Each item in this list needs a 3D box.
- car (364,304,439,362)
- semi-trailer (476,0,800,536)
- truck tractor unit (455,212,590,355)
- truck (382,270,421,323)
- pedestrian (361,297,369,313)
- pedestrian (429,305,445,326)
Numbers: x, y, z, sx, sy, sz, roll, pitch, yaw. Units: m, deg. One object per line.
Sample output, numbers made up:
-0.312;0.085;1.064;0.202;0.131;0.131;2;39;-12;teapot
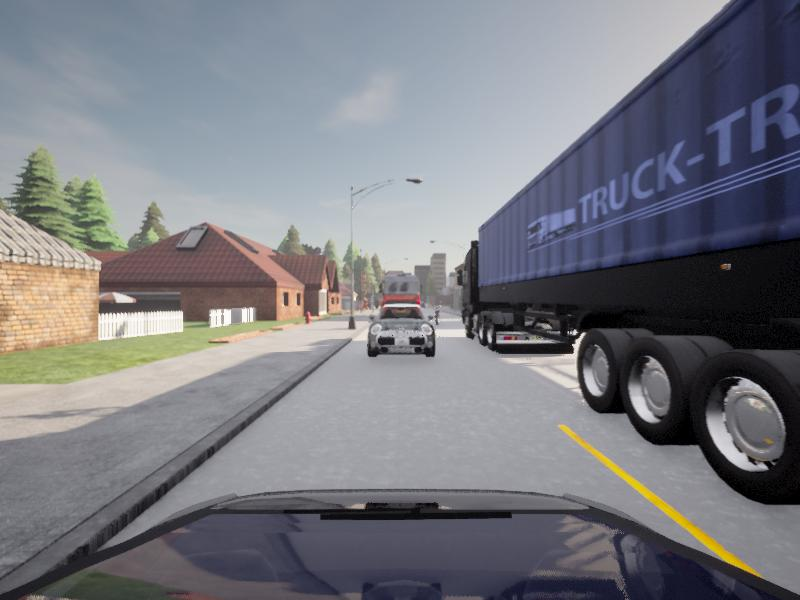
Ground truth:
0.046;0.872;12.284;1.970;1.475;3.806;0;0;0;car
4.042;-0.607;7.079;2.717;4.402;14.254;0;0;0;semi-trailer
4.052;-0.477;14.999;3.053;4.208;6.516;0;0;0;truck tractor unit
0.108;-0.274;33.566;2.891;3.827;8.468;0;0;0;truck
-4.029;0.602;46.385;0.751;1.860;0.751;0;0;15;pedestrian
2.316;0.955;24.946;0.751;1.300;0.751;0;0;33;pedestrian
